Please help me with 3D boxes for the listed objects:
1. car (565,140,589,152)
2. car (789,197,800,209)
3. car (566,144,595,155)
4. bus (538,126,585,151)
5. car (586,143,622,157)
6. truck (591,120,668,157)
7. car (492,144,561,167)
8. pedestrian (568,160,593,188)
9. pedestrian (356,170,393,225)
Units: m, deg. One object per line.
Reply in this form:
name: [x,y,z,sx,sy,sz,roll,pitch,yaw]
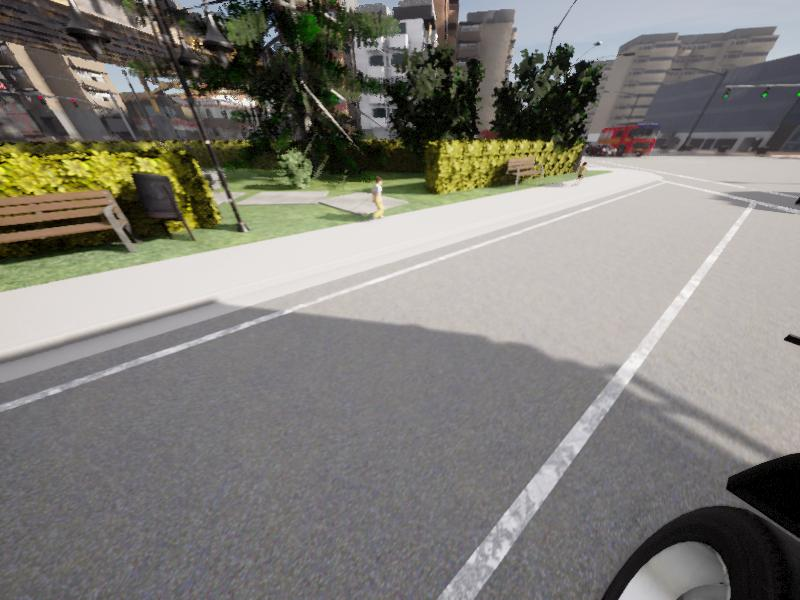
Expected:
car: [34.046,-29.700,44.585,1.905,1.878,3.866,5,35,8]
car: [17.480,-4.596,8.462,5.566,2.045,2.150,-20,39,-25]
car: [28.935,-24.311,37.209,1.994,1.385,4.181,6,35,9]
bus: [35.783,-36.210,52.002,3.944,4.253,10.273,3,35,5]
car: [27.657,-20.448,31.519,1.970,1.475,3.806,6,35,9]
truck: [31.553,-22.568,32.505,2.891,3.827,8.468,6,35,8]
car: [11.415,-13.357,21.329,5.027,1.651,2.152,6,36,9]
pedestrian: [8.863,-6.202,11.364,0.500,1.100,0.500,-22,41,-28]
pedestrian: [-0.722,-3.017,6.765,0.751,1.300,0.751,-18,39,-23]
